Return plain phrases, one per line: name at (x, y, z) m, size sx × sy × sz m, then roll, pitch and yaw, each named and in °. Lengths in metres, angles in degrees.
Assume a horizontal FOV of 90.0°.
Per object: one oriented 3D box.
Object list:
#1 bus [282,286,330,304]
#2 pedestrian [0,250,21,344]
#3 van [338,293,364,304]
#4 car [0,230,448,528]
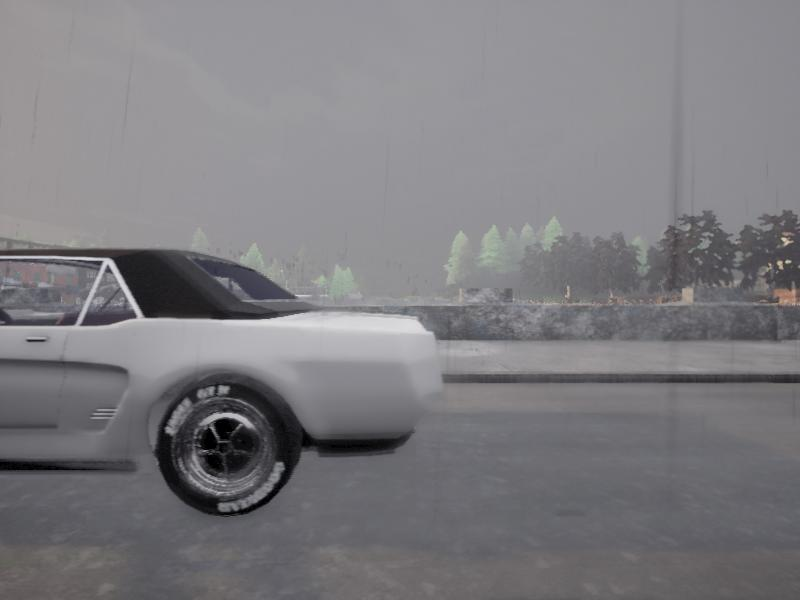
bus at (-21.662, -1.112, 92.995) m, size 10.273 × 4.253 × 3.944 m, roll 0°, pitch 0°, yaw 0°
pedestrian at (-8.251, -0.056, 7.946) m, size 0.751 × 1.860 × 0.751 m, roll 0°, pitch 0°, yaw 0°
van at (-11.373, -0.285, 93.120) m, size 5.915 × 2.561 × 1.988 m, roll 0°, pitch 0°, yaw 0°
car at (-2.151, 0.348, 2.701) m, size 4.718 × 1.301 × 1.895 m, roll 0°, pitch 0°, yaw 0°
